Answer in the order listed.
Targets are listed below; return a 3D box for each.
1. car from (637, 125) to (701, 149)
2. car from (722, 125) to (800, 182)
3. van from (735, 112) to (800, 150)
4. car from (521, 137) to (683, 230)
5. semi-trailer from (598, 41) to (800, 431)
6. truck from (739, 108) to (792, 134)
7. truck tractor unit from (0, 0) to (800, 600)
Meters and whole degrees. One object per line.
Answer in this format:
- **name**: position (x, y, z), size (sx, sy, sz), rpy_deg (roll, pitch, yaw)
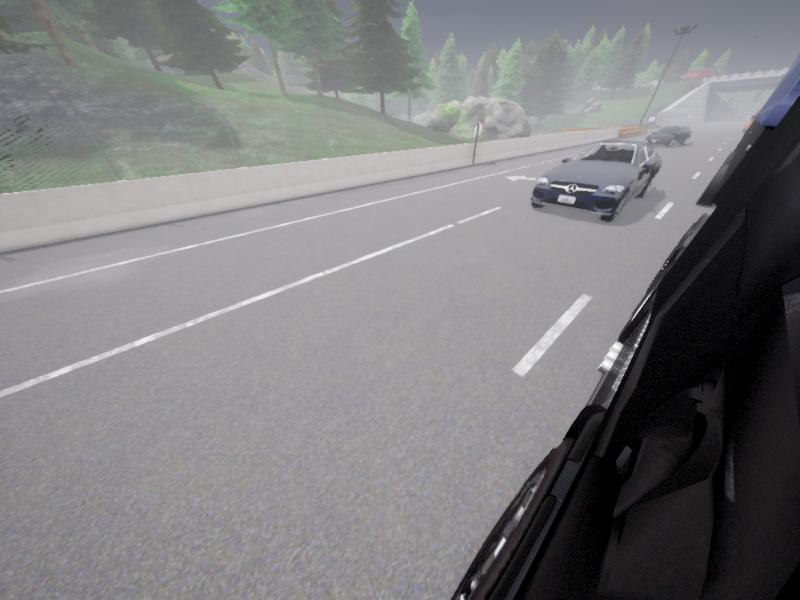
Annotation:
- **car**: position (23.637, -14.384, 20.303), size (4.892, 1.490, 1.837), rpy_deg (-20, 40, -22)
- **car**: position (16.654, -6.651, 10.253), size (4.856, 1.649, 2.033), rpy_deg (-28, 44, -30)
- **van**: position (28.267, -12.982, 17.718), size (4.480, 2.038, 2.069), rpy_deg (-28, 44, -29)
- **car**: position (6.277, -3.892, 7.136), size (5.027, 1.651, 2.152), rpy_deg (-28, 44, -30)
- **semi-trailer**: position (8.709, -3.577, 4.246), size (14.254, 4.402, 2.717), rpy_deg (-28, 44, -30)
- **truck**: position (47.487, -23.354, 30.168), size (5.204, 2.467, 2.627), rpy_deg (-28, 44, -30)
- **truck tractor unit**: position (2.645, -0.295, 0.351), size (6.516, 4.208, 3.053), rpy_deg (-28, 44, -30)
